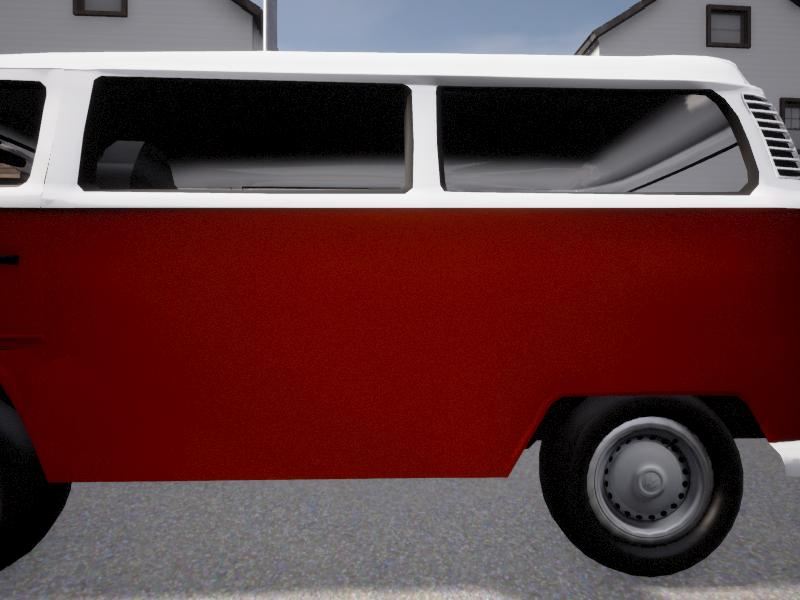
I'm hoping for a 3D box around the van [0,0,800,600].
[{"bbox_3d":[-0.423,-0.028,2.192,4.480,2.038,2.069,0,0,-2],"label":"van"}]
